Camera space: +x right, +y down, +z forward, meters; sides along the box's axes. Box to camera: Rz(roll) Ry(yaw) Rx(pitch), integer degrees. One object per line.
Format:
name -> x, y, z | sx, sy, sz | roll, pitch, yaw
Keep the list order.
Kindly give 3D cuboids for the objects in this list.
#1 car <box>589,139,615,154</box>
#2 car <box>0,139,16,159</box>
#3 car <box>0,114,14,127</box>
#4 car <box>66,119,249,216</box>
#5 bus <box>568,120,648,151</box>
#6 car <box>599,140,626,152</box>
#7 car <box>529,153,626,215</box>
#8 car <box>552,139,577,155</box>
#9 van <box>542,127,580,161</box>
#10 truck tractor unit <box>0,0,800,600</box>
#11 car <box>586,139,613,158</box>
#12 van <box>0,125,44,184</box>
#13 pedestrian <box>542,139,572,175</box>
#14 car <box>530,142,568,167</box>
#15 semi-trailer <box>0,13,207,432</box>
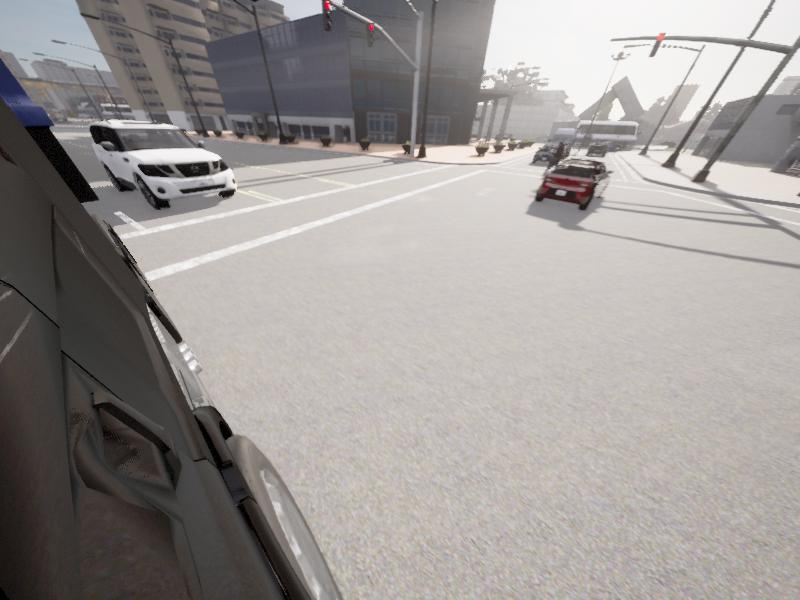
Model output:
car -> 29.585, -22.458, 33.749 | 1.930, 1.638, 5.238 | 28, 44, 30
car -> -25.719, -9.476, 13.817 | 4.902, 1.511, 2.128 | 23, 42, 26
car -> -76.987, -34.491, 44.324 | 4.611, 1.667, 2.242 | 25, 42, 25
car -> -7.925, -4.579, 7.594 | 5.566, 2.045, 2.150 | 23, 41, 26
bus -> 39.510, -31.800, 44.546 | 10.273, 4.253, 3.944 | 26, 44, 28
car -> 34.796, -25.187, 37.813 | 4.193, 1.474, 1.816 | -24, 45, -31
car -> 7.046, -4.735, 9.098 | 1.816, 1.474, 4.193 | 31, 46, 33
car -> 20.875, -19.396, 29.261 | 1.845, 1.501, 3.633 | 24, 42, 25
van -> 17.128, -16.572, 24.459 | 1.988, 2.561, 5.915 | 24, 42, 26
truck tractor unit -> -2.645, -0.295, 0.352 | 6.516, 4.208, 3.053 | 28, 44, 30
car -> 25.211, -19.273, 29.268 | 1.930, 1.638, 5.238 | 24, 42, 26
van -> -17.727, -6.430, 9.290 | 6.366, 2.431, 2.351 | 23, 42, 26
pedestrian -> 9.876, -9.006, 14.538 | 0.751, 1.860, 0.751 | -29, 47, -35
car -> 12.832, -12.573, 19.791 | 1.816, 1.474, 4.193 | 24, 42, 26
semi-trailer -> -8.985, -3.375, 3.951 | 14.254, 4.402, 2.717 | 25, 42, 27
